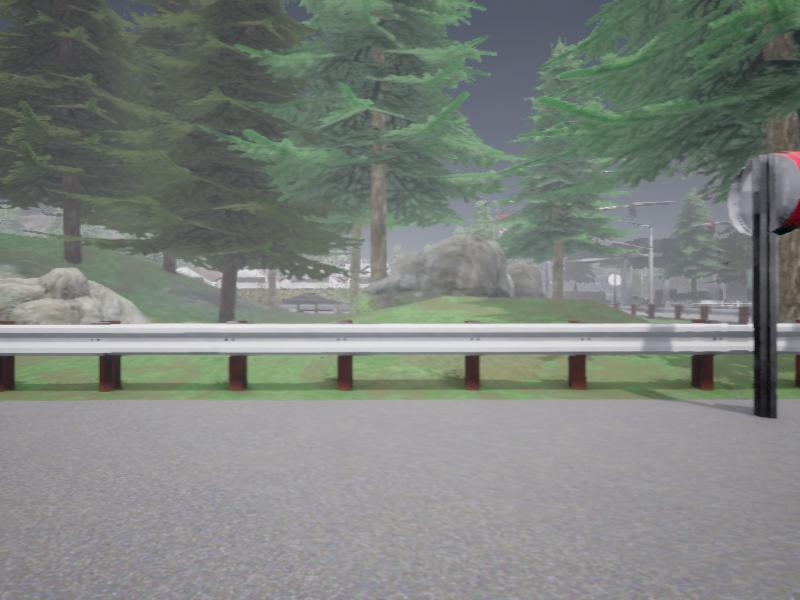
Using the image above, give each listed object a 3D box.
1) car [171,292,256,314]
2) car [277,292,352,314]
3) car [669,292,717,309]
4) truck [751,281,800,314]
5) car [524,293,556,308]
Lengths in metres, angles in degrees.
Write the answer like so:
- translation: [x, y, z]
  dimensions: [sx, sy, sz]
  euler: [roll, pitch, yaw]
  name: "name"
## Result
- translation: [-13.379, 0.219, 28.909]
  dimensions: [5.366, 1.575, 1.801]
  euler: [0, 0, 0]
  name: "car"
- translation: [-6.073, 0.234, 28.899]
  dimensions: [5.008, 1.535, 1.882]
  euler: [0, 0, 0]
  name: "car"
- translation: [31.744, 0.039, 43.420]
  dimensions: [3.866, 1.878, 1.905]
  euler: [0, 0, -1]
  name: "car"
- translation: [32.236, -0.305, 32.323]
  dimensions: [5.204, 2.467, 2.627]
  euler: [-3, 0, 4]
  name: "truck"
- translation: [17.384, 0.044, 49.995]
  dimensions: [2.242, 1.667, 4.611]
  euler: [2, 0, -1]
  name: "car"
